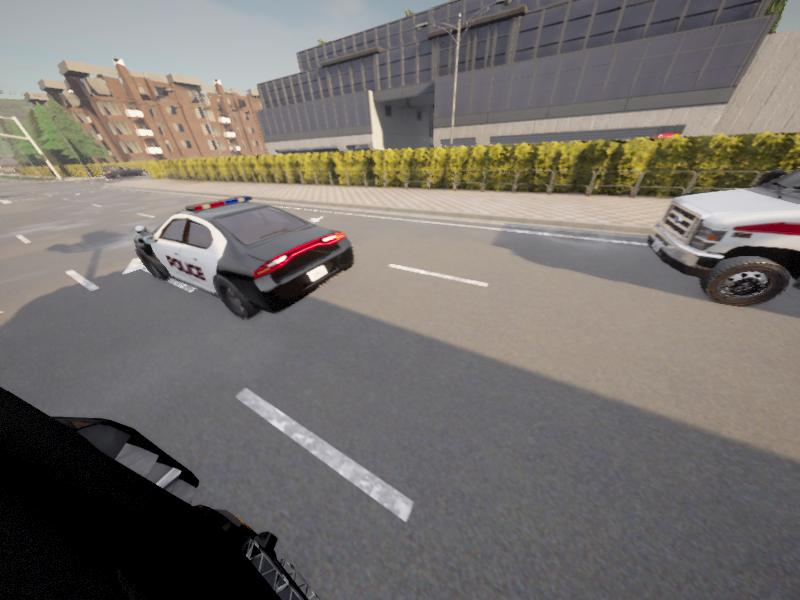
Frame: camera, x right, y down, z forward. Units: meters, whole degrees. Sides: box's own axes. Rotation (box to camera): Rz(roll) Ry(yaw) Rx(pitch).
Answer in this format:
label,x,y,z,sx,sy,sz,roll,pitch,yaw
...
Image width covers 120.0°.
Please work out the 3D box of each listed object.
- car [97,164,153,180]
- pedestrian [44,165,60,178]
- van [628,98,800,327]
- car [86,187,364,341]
label,x,y,z,sx,sy,sz,roll,pitch,yaw
car,-40.071,-18.756,33.784,2.242,1.667,4.611,13,37,23
pedestrian,-63.772,-23.536,42.304,0.751,1.860,0.751,15,37,25
van,7.378,-0.807,2.421,6.366,2.431,2.351,15,38,25
car,-3.435,-1.170,4.603,4.974,1.542,2.038,15,38,25
